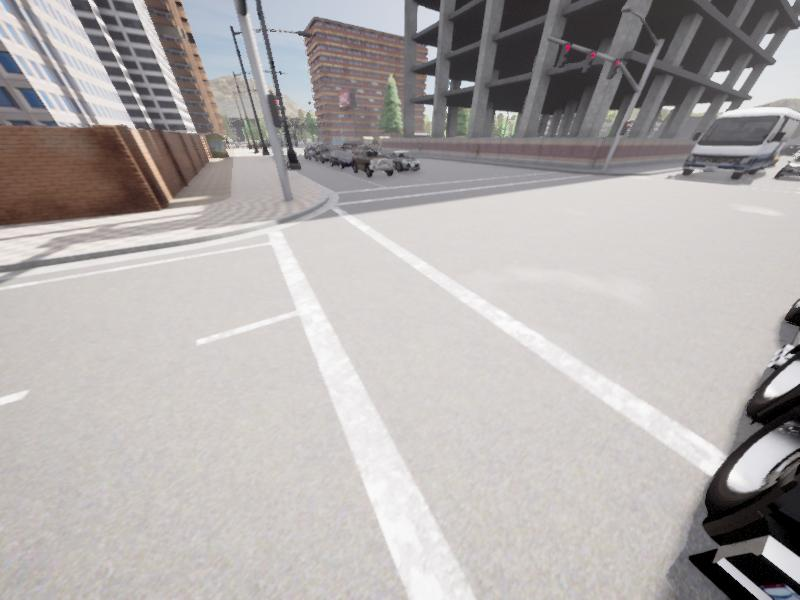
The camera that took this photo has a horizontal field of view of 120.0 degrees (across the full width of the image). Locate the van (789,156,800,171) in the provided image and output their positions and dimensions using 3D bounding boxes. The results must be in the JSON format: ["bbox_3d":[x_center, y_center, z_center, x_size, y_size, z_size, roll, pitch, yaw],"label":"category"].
[{"bbox_3d":[42.261,-14.359,22.958,6.366,2.431,2.351,-19,39,-25],"label":"van"}]

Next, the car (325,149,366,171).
[{"bbox_3d":[-5.324,-13.524,22.142,2.163,1.488,4.792,-18,39,-25],"label":"car"}]

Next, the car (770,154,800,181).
[{"bbox_3d":[30.208,-9.954,17.270,3.705,1.549,1.789,-18,39,-25],"label":"car"}]

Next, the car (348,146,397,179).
[{"bbox_3d":[-2.189,-10.654,17.690,1.932,1.855,4.605,-17,38,-23],"label":"car"}]

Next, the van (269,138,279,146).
[{"bbox_3d":[-47.269,-59.128,86.446,1.988,2.561,5.915,-18,39,-25],"label":"van"}]

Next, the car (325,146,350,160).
[{"bbox_3d":[-9.043,-21.142,33.065,1.837,1.490,4.892,-18,39,-25],"label":"car"}]

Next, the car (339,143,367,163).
[{"bbox_3d":[-5.822,-18.142,28.428,1.905,1.878,3.866,-18,39,-25],"label":"car"}]

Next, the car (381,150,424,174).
[{"bbox_3d":[0.129,-12.141,20.205,1.970,1.475,3.806,-18,39,-25],"label":"car"}]

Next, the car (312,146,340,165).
[{"bbox_3d":[-8.577,-16.766,26.669,1.851,1.617,3.988,-18,39,-25],"label":"car"}]

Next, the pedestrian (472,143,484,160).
[{"bbox_3d":[10.073,-19.239,29.878,0.751,1.860,0.751,-16,38,-22],"label":"pedestrian"}]

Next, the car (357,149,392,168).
[{"bbox_3d":[-2.761,-14.951,24.253,1.812,1.442,4.674,-18,39,-25],"label":"car"}]

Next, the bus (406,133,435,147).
[{"bbox_3d":[7.612,-59.185,85.569,10.273,4.253,3.944,-18,39,-25],"label":"bus"}]

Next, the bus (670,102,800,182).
[{"bbox_3d":[27.301,-12.328,18.296,10.273,4.253,3.944,-19,39,-25],"label":"bus"}]

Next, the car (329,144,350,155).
[{"bbox_3d":[-10.878,-26.913,41.341,2.128,1.511,4.902,-18,39,-25],"label":"car"}]

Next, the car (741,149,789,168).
[{"bbox_3d":[40.928,-15.888,25.890,5.366,1.575,1.801,-19,39,-25],"label":"car"}]

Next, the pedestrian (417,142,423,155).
[{"bbox_3d":[3.453,-26.100,39.689,0.751,1.860,0.751,-17,38,-23],"label":"pedestrian"}]

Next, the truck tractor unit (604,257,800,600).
[{"bbox_3d":[5.099,-0.310,0.806,6.516,4.208,3.053,-19,39,-25],"label":"truck tractor unit"}]

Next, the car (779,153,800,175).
[{"bbox_3d":[35.729,-11.789,20.000,4.902,1.511,2.128,-18,39,-25],"label":"car"}]

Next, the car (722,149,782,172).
[{"bbox_3d":[34.846,-13.884,22.868,4.611,1.667,2.242,-19,39,-25],"label":"car"}]

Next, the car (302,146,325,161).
[{"bbox_3d":[-11.687,-19.771,31.083,1.816,1.474,4.193,-18,39,-25],"label":"car"}]
